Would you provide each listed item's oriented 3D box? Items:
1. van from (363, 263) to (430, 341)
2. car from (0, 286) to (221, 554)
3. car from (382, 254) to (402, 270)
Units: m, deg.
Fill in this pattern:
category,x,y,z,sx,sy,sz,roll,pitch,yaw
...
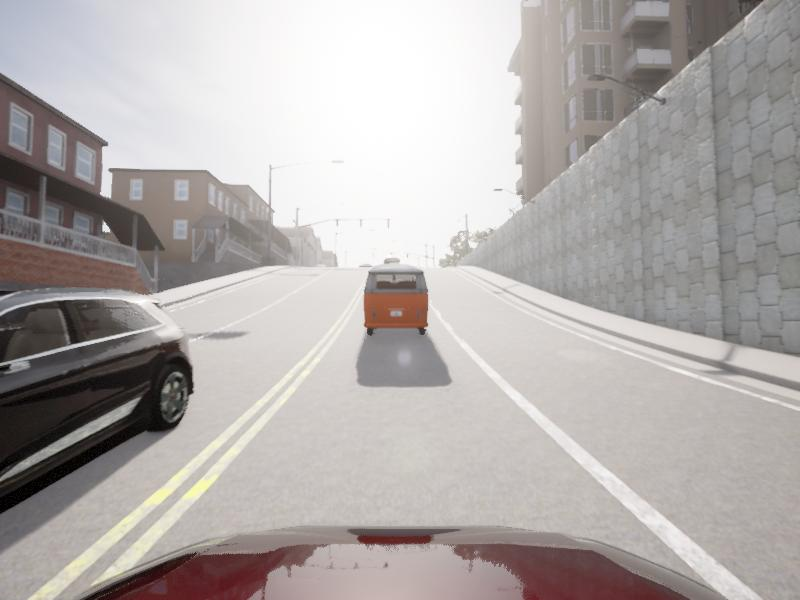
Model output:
category,x,y,z,sx,sy,sz,roll,pitch,yaw
van,-0.160,-0.139,12.825,1.775,1.987,4.442,0,6,-2
car,-3.493,0.712,3.179,2.033,1.649,4.856,0,2,-1
car,-0.907,-4.232,44.995,2.128,1.511,4.902,0,2,-1
